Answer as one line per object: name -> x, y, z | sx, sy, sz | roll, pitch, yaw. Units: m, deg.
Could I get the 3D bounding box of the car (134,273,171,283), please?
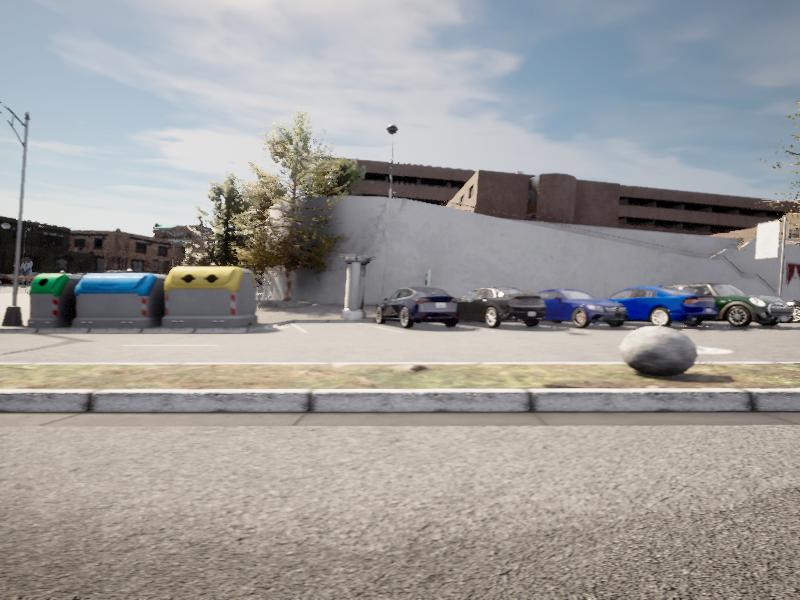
car -> -43.399, -3.858, 70.199 | 5.008, 1.535, 2.097 | 2, 4, -2

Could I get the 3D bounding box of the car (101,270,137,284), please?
car -> -45.278, -3.729, 64.587 | 4.442, 1.987, 1.878 | 2, 4, -3

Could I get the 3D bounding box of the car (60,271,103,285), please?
car -> -46.904, -3.267, 58.989 | 4.553, 1.767, 2.185 | 2, 4, -3

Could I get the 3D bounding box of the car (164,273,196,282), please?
car -> -41.615, -4.213, 75.783 | 5.008, 1.535, 2.097 | 2, 4, -2

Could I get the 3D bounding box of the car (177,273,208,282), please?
car -> -40.707, -4.389, 78.568 | 4.892, 1.521, 2.231 | 2, 4, -2

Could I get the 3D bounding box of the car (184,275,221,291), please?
car -> -28.718, -2.494, 58.369 | 4.442, 1.987, 1.878 | 3, 4, -1

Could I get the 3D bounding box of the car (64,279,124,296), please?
car -> -33.819, -1.390, 44.255 | 5.008, 1.535, 2.097 | 3, 4, -1

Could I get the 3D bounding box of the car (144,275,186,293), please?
car -> -30.937, -2.151, 52.700 | 4.442, 1.987, 1.878 | 3, 5, -1

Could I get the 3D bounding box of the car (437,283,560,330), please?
car -> 3.534, 0.232, 15.532 | 2.231, 1.521, 4.892 | 0, -1, -21

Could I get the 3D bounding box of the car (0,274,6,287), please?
car -> -50.469, -2.384, 47.766 | 4.674, 1.452, 2.002 | 2, 4, -3

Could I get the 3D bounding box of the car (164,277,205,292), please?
car -> -29.863, -2.225, 55.543 | 4.553, 1.767, 2.185 | 3, 4, -1

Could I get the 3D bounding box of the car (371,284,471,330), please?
car -> 0.567, 0.267, 15.530 | 2.163, 1.488, 4.792 | 0, -1, -20

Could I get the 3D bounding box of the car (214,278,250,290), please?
car -> -26.872, -2.630, 64.047 | 4.892, 1.521, 2.231 | 3, 5, -1

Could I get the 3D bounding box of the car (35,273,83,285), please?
car -> -47.853, -2.935, 56.190 | 4.792, 1.488, 2.163 | 2, 4, -3

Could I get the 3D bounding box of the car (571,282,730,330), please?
car -> 9.440, 0.223, 15.694 | 2.097, 1.535, 5.008 | 0, -1, -22

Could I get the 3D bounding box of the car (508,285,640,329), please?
car -> 6.491, 0.267, 15.608 | 2.002, 1.452, 4.674 | 0, -1, -21

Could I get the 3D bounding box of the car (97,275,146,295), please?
car -> -32.691, -1.785, 47.063 | 4.442, 1.987, 1.878 | 3, 4, -1

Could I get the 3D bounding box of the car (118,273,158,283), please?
car -> -44.094, -3.677, 67.412 | 5.366, 1.575, 1.946 | 2, 4, -2

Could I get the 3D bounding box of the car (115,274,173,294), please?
car -> -31.842, -1.995, 49.875 | 5.566, 2.045, 2.435 | 3, 5, -1

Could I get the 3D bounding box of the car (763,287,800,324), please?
car -> 18.286, 0.222, 16.139 | 2.231, 1.521, 4.892 | 0, 0, -23

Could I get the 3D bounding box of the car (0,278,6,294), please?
car -> -41.890, -1.319, 38.700 | 2.128, 1.511, 4.902 | 4, 5, 18

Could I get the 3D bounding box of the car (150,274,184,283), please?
car -> -42.472, -4.005, 72.991 | 4.792, 1.488, 2.163 | 2, 4, -2

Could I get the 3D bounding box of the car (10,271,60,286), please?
car -> -48.671, -2.908, 53.371 | 4.553, 1.767, 2.185 | 2, 4, -3

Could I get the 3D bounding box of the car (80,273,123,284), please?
car -> -46.059, -3.323, 61.811 | 5.008, 1.535, 2.097 | 2, 4, -3

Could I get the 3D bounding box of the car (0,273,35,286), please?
car -> -49.559, -2.574, 50.579 | 4.792, 1.488, 2.163 | 2, 4, -3

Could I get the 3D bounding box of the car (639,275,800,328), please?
car -> 12.380, 0.096, 15.852 | 2.185, 1.767, 4.553 | 0, -1, -22
